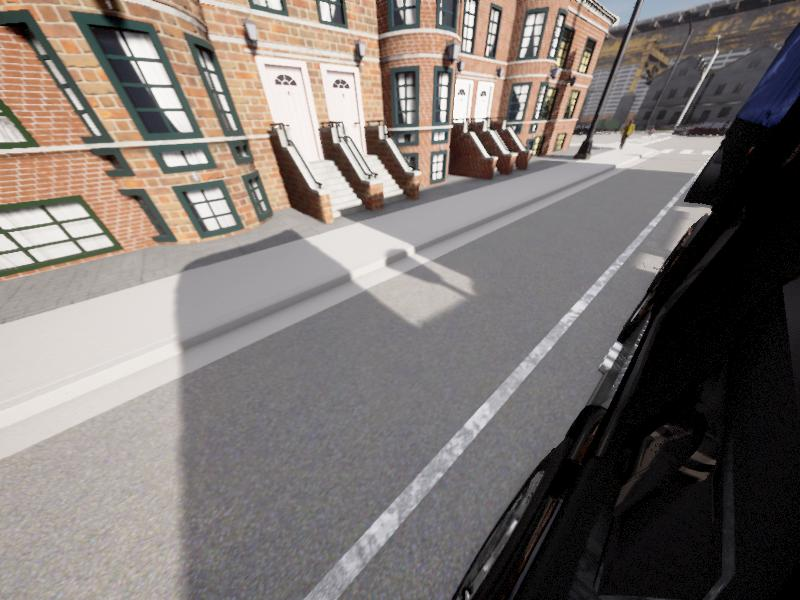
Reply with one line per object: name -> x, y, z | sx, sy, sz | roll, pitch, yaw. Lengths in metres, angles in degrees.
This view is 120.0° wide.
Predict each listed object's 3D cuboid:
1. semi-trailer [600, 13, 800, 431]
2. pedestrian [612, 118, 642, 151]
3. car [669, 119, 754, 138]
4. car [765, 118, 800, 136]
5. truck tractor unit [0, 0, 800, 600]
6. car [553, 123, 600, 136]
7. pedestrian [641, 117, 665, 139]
semi-trailer -> 8.560, -3.699, 4.355 | 14.254, 4.402, 2.717 | -30, 45, -31
pedestrian -> 15.842, -11.548, 16.157 | 0.751, 1.860, 0.751 | 29, 47, 35
car -> 33.545, -18.582, 25.100 | 2.033, 1.411, 5.357 | -28, 44, -30
car -> 40.255, -17.239, 22.931 | 1.994, 1.385, 4.181 | -28, 44, -30
truck tractor unit -> 2.645, -0.295, 0.351 | 6.516, 4.208, 3.053 | -28, 44, -30
car -> 27.110, -26.266, 35.685 | 2.033, 1.411, 5.357 | -28, 44, -30
pedestrian -> 27.326, -18.522, 24.968 | 0.751, 1.860, 0.751 | -15, 39, -16
